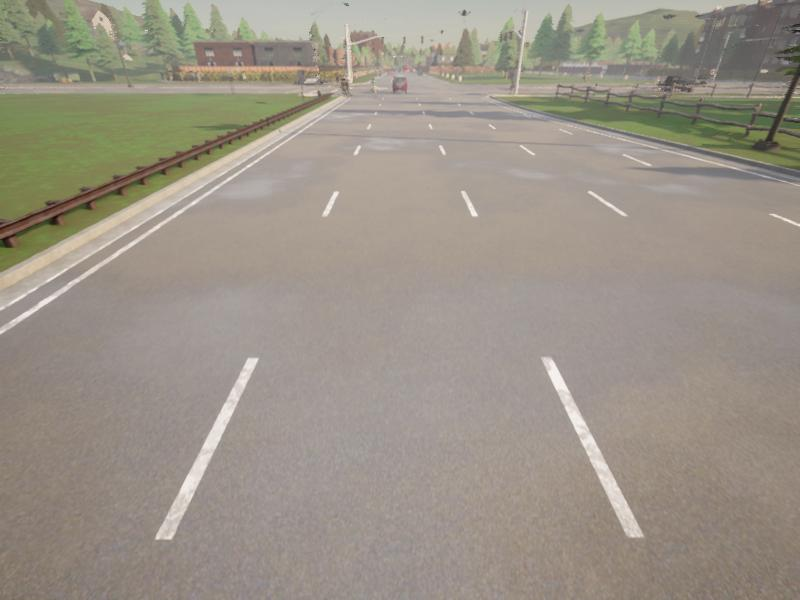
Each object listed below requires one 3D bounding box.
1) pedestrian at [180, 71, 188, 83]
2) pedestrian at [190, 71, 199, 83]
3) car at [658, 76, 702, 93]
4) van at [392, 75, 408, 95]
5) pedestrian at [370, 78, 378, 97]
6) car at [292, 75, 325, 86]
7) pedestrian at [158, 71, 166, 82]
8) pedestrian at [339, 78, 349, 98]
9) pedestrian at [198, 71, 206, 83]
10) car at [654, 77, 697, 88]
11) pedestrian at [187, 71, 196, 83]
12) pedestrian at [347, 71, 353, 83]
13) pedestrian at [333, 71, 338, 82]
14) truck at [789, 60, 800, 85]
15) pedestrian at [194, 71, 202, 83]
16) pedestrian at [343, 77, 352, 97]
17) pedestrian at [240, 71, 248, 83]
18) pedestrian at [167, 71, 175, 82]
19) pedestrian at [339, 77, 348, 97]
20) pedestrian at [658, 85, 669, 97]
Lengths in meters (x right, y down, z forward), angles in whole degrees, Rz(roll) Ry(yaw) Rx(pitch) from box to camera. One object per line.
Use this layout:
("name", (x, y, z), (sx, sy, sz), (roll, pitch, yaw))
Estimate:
("pedestrian", (-40.867, -42.203, 75.697), (0.751, 1.860, 0.751), (1, 30, 2))
("pedestrian", (-38.889, -42.244, 75.767), (0.751, 1.860, 0.751), (1, 30, 1))
("car", (36.065, -27.904, 51.681), (3.866, 1.878, 1.905), (0, 30, 1))
("van", (-0.005, -26.620, 49.374), (1.775, 1.987, 4.442), (0, 30, 0))
("pedestrian", (-2.804, -22.912, 43.130), (0.751, 1.860, 0.751), (-1, 30, -2))
("car", (-15.543, -37.418, 68.162), (4.974, 1.542, 2.038), (0, 30, 1))
("pedestrian", (-48.273, -45.410, 81.162), (0.751, 1.860, 0.751), (-25, 38, -35))
("pedestrian", (-6.000, -22.772, 42.891), (0.751, 1.860, 0.751), (6, 31, 10))
("pedestrian", (-37.515, -42.296, 75.857), (0.751, 1.860, 0.751), (1, 30, 1))
("car", (42.410, -33.533, 61.638), (4.892, 1.490, 1.837), (0, 30, 1))
("pedestrian", (-39.527, -42.310, 75.881), (0.751, 1.860, 0.751), (17, 35, 27))
("pedestrian", (-9.531, -42.353, 75.959), (0.751, 1.860, 0.751), (6, 31, 10))
("pedestrian", (-12.386, -43.140, 77.300), (0.751, 1.860, 0.751), (-2, 30, -4))
("truck", (73.724, -39.168, 68.946), (2.891, 3.827, 8.468), (-21, 37, -32))
("pedestrian", (-38.259, -42.255, 75.787), (0.751, 1.860, 0.751), (1, 30, 1))
("pedestrian", (-5.762, -23.149, 43.533), (0.751, 1.860, 0.751), (-8, 31, -13))
("pedestrian", (-29.569, -42.294, 75.855), (0.751, 1.860, 0.751), (0, 30, -1))
("pedestrian", (-44.025, -42.912, 76.905), (0.751, 1.860, 0.751), (-24, 38, -35))
("pedestrian", (-6.202, -23.403, 43.967), (0.751, 1.860, 0.751), (-13, 33, -20))
("pedestrian", (27.544, -21.915, 41.886), (0.500, 1.100, 0.500), (2, 30, 3))
